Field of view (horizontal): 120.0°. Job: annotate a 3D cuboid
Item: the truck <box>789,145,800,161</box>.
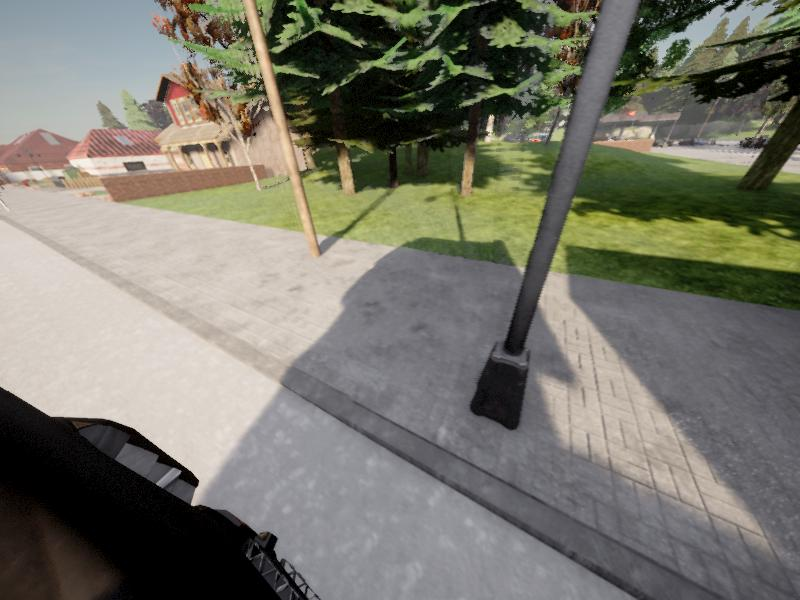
[{"bbox_3d":[29.498,-9.826,14.486,2.390,2.098,6.274,15,37,25],"label":"truck"}]
